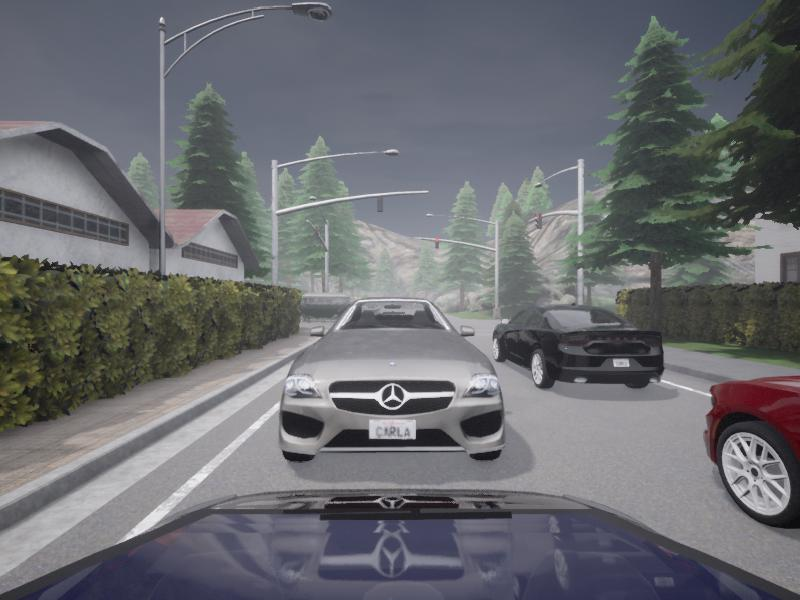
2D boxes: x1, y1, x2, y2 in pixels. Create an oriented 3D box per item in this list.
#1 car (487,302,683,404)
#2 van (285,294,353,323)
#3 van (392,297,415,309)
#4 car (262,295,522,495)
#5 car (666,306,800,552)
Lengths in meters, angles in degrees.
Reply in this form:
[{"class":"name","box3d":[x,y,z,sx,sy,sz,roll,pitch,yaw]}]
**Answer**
[{"class":"car","box3d":[3.393,0.823,8.653,1.882,1.535,5.008,0,0,-1]},{"class":"van","box3d":[-5.697,0.587,28.388,4.442,1.987,1.775,0,0,0]},{"class":"van","box3d":[0.574,0.574,70.848,2.069,2.038,4.480,0,0,-28]},{"class":"car","box3d":[-0.106,0.781,5.824,2.152,1.651,5.027,0,0,-1]},{"class":"car","box3d":[3.475,0.823,1.271,1.882,1.535,5.008,0,0,-1]}]
